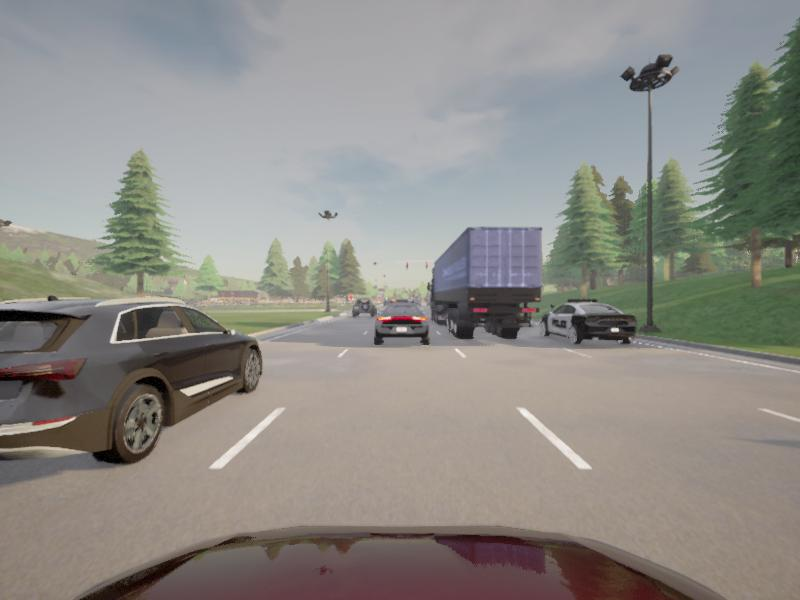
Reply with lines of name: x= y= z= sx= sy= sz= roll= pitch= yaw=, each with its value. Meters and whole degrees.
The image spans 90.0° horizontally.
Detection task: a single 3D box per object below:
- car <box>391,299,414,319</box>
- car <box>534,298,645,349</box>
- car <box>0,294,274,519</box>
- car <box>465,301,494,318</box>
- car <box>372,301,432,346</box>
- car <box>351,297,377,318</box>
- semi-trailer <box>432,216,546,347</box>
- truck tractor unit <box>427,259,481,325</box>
car: x=0.199 y=0.758 z=35.805 sx=1.930 sy=1.638 sz=5.238 roll=0 pitch=0 yaw=0
car: x=7.077 y=0.765 z=15.719 sx=1.930 sy=1.638 sz=5.238 roll=0 pitch=0 yaw=0
car: x=-3.482 y=0.776 z=5.355 sx=2.033 sy=1.649 sz=4.856 roll=0 pitch=0 yaw=0
car: x=7.206 y=0.856 z=36.823 sx=1.812 sy=1.442 sz=4.674 roll=0 pitch=0 yaw=0
car: x=0.078 y=0.816 z=16.003 sx=2.038 sy=1.542 sz=4.974 roll=0 pitch=0 yaw=0
car: x=-3.291 y=0.639 z=37.361 sx=1.932 sy=1.855 sz=4.605 roll=0 pitch=0 yaw=0
semi-trailer: x=3.589 y=-0.625 z=20.642 sx=2.717 sy=4.402 sz=14.254 roll=0 pitch=0 yaw=0
truck tractor unit: x=3.617 y=-0.534 z=28.553 sx=3.053 sy=4.208 sz=6.516 roll=0 pitch=0 yaw=1
